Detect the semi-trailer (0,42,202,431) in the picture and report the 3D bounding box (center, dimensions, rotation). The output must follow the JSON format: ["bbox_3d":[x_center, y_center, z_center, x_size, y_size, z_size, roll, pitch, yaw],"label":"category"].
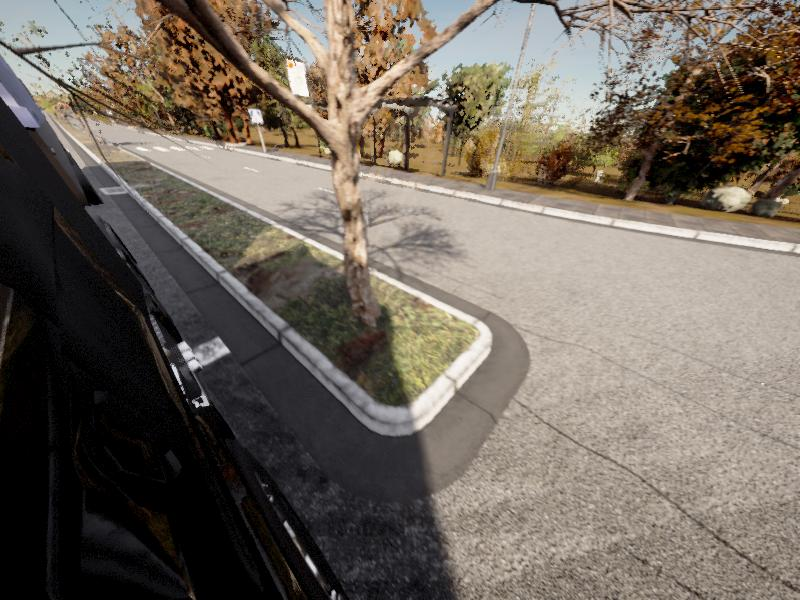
[{"bbox_3d":[-8.702,-3.596,4.234,14.254,4.402,2.717,28,44,30],"label":"semi-trailer"}]

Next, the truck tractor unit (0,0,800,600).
[{"bbox_3d":[-2.645,-0.295,0.352,6.516,4.208,3.053,28,44,30],"label":"truck tractor unit"}]
